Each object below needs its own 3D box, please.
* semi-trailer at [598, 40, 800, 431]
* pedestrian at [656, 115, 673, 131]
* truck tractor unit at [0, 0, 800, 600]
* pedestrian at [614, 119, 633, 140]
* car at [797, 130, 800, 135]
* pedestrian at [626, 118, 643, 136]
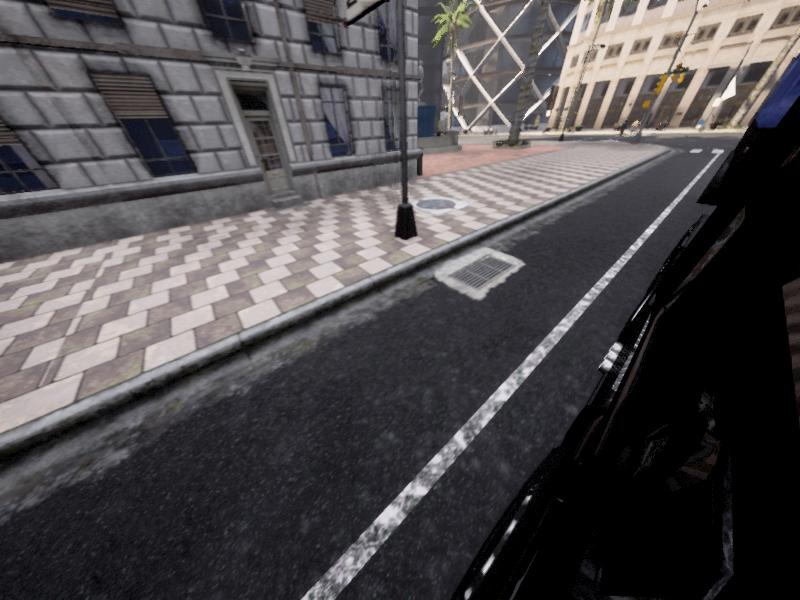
[{"bbox_3d":[8.696,-3.611,4.224,14.254,4.402,2.717,-28,44,-30],"label":"semi-trailer"},{"bbox_3d":[38.306,-25.628,33.504,0.751,1.860,0.751,16,41,23],"label":"pedestrian"},{"bbox_3d":[2.645,-0.295,0.351,6.516,4.208,3.053,-28,44,-30],"label":"truck tractor unit"},{"bbox_3d":[25.343,-19.354,26.230,0.751,1.860,0.751,-30,45,-32],"label":"pedestrian"},{"bbox_3d":[41.661,-16.201,21.484,1.895,1.301,4.718,-28,44,-29],"label":"car"},{"bbox_3d":[31.305,-23.151,30.906,0.751,1.860,0.751,-26,42,-27],"label":"pedestrian"}]
